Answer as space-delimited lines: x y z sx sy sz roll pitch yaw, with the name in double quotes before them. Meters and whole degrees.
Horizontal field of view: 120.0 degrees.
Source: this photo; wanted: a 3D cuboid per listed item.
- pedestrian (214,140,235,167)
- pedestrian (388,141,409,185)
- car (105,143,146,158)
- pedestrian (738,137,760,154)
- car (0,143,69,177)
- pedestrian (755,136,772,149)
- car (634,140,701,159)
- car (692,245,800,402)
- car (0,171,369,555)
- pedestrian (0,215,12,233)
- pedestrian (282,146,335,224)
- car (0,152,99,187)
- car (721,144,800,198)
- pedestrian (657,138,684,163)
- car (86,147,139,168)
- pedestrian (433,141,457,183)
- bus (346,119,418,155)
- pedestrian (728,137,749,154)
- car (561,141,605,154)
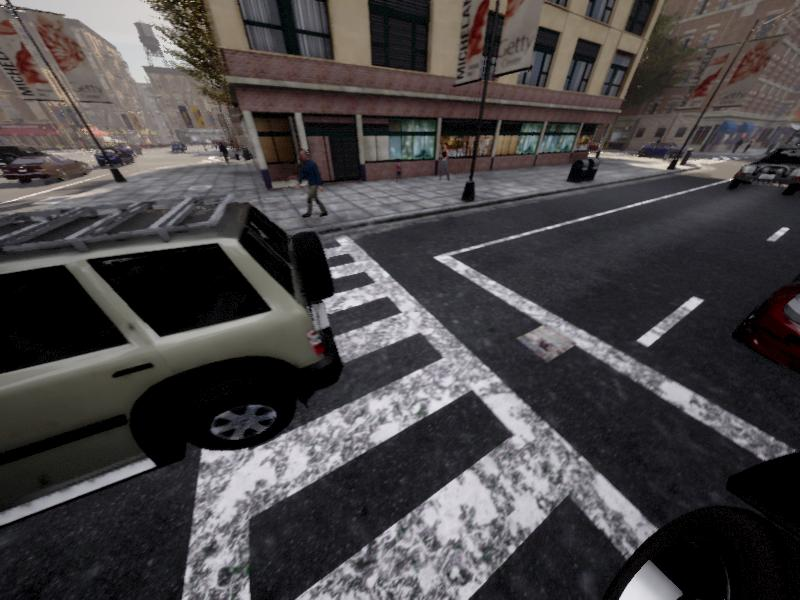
"pedestrian" -14.849 -12.384 19.554 0.751 1.860 0.751 -17 38 -22
"pedestrian" -0.070 -7.090 11.985 0.751 1.860 0.751 -18 39 -24
"car" -39.152 -21.541 33.150 2.152 1.651 5.027 -18 39 -23
"pedestrian" 46.080 -20.420 30.512 0.751 1.860 0.751 -19 39 -24
"car" -28.694 -10.882 17.804 1.905 1.878 3.866 -18 39 -23
"pedestrian" 63.000 -27.226 40.015 0.751 1.860 0.751 -20 40 -25
"car" 31.701 -18.012 27.567 2.097 1.767 4.553 -17 39 -23
"car" 6.404 -0.048 2.645 4.792 1.488 2.163 -17 38 -21
"car" -2.825 0.358 1.770 4.605 1.855 1.932 -15 39 -19
"pedestrian" -11.941 -2.444 6.250 0.751 1.300 0.751 -23 41 -29
"pedestrian" -2.571 -3.303 6.655 0.751 1.860 0.751 26 43 32
"car" -22.587 -8.555 14.906 2.033 1.411 5.357 -18 39 -23
"car" 18.126 -6.264 10.994 4.605 1.855 1.932 -19 39 -25
"pedestrian" 24.982 -13.836 21.351 0.751 1.860 0.751 -18 39 -23
"car" -27.888 -14.025 22.592 1.816 1.474 4.193 -18 39 -23
"pedestrian" 2.414 -7.484 12.526 0.751 1.860 0.751 -19 39 -24
"bus" -2.625 -25.682 36.489 10.273 4.253 3.944 -18 39 -24
"pedestrian" 45.552 -20.847 31.119 0.751 1.860 0.751 -26 43 -32
"car" 29.178 -24.553 37.041 1.882 1.535 5.008 -19 39 -24
